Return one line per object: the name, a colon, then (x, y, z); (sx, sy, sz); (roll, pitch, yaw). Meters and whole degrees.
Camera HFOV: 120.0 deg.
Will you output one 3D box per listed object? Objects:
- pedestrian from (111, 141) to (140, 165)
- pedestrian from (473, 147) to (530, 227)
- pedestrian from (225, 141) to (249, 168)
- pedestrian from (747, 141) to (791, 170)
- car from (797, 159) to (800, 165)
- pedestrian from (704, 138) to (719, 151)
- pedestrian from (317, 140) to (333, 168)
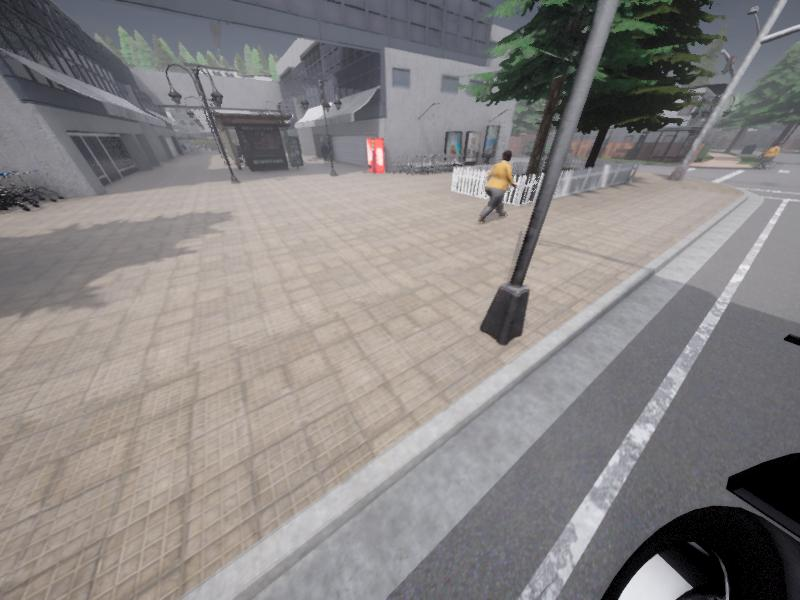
pedestrian: (-25.181, -13.494, 21.232); (0.751, 1.860, 0.751); (-9, 36, -12)
pedestrian: (2.735, -3.120, 6.408); (0.751, 1.860, 0.751); (-12, 37, -16)
pedestrian: (-13.292, -11.925, 18.912); (0.751, 1.860, 0.751); (4, 35, 6)
pedestrian: (28.356, -11.093, 17.800); (0.751, 1.860, 0.751); (4, 35, 6)
car: (38.487, -12.972, 20.866); (4.181, 1.385, 1.994); (-26, 42, -31)
pedestrian: (57.512, -28.701, 42.630); (0.751, 1.860, 0.751); (18, 39, 24)
pedestrian: (-6.158, -11.972, 18.952); (0.751, 1.860, 0.751); (-18, 39, -24)
